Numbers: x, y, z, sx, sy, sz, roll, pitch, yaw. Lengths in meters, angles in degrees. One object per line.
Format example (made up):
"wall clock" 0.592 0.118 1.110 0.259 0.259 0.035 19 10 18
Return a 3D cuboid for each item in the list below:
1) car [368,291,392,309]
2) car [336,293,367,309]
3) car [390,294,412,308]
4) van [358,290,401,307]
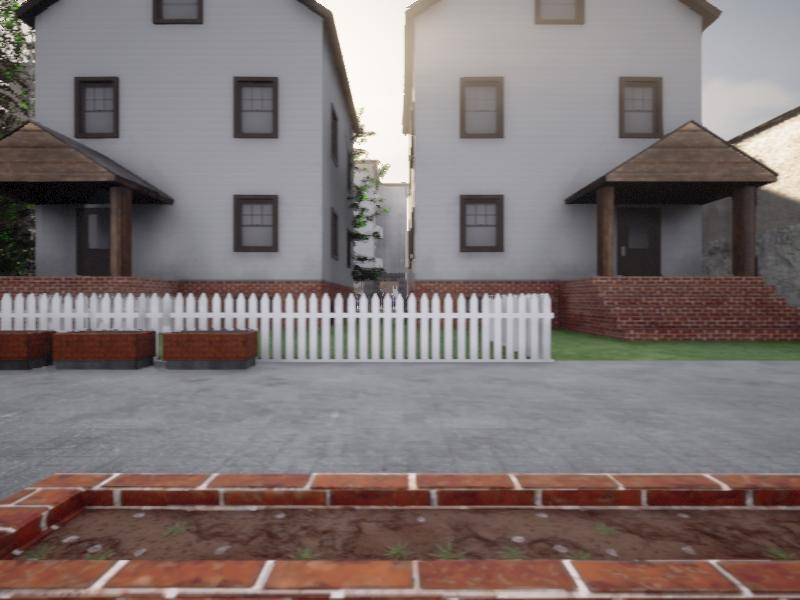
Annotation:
"car" -2.244 -0.015 45.242 1.905 1.878 3.866 0 0 10
"car" -5.345 0.091 45.007 2.242 1.667 4.611 0 0 10
"car" 0.164 0.156 44.839 1.845 1.501 3.633 0 0 10
"van" -3.084 -0.223 60.310 6.366 2.431 2.351 0 0 0
